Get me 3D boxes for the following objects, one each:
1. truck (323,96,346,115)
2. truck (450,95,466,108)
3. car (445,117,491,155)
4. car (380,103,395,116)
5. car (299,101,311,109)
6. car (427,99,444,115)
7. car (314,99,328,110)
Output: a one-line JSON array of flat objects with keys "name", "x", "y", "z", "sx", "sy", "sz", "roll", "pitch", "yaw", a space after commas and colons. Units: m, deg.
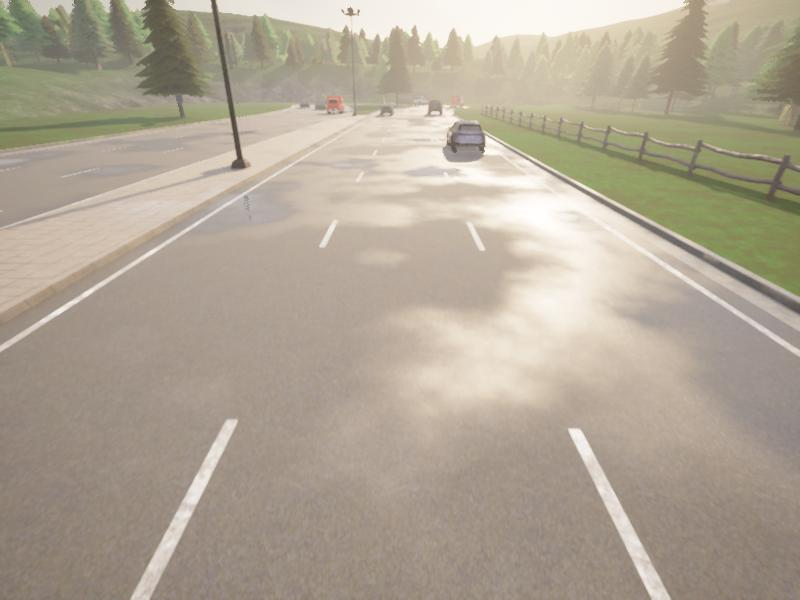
[{"name": "truck", "x": -9.933, "y": -29.870, "z": 61.239, "sx": 2.627, "sy": 2.467, "sz": 5.204, "roll": 0, "pitch": 27, "yaw": -1}, {"name": "truck", "x": 13.234, "y": -45.208, "z": 91.164, "sx": 2.627, "sy": 2.467, "sz": 5.204, "roll": 9, "pitch": 29, "yaw": 15}, {"name": "car", "x": 3.922, "y": -9.924, "z": 23.970, "sx": 2.033, "sy": 1.649, "sz": 4.856, "roll": 1, "pitch": 27, "yaw": 1}, {"name": "car", "x": -1.799, "y": -28.356, "z": 59.517, "sx": 1.837, "sy": 1.490, "sz": 4.892, "roll": 2, "pitch": 27, "yaw": 4}, {"name": "car", "x": -19.219, "y": -39.567, "z": 81.028, "sx": 1.895, "sy": 1.301, "sz": 4.718, "roll": -4, "pitch": 28, "yaw": -8}, {"name": "car", "x": 5.600, "y": -30.216, "z": 62.634, "sx": 2.150, "sy": 2.045, "sz": 5.566, "roll": 4, "pitch": 28, "yaw": 6}, {"name": "car", "x": -14.558, "y": -36.068, "z": 73.844, "sx": 2.097, "sy": 1.767, "sz": 4.553, "roll": -2, "pitch": 28, "yaw": -4}]
